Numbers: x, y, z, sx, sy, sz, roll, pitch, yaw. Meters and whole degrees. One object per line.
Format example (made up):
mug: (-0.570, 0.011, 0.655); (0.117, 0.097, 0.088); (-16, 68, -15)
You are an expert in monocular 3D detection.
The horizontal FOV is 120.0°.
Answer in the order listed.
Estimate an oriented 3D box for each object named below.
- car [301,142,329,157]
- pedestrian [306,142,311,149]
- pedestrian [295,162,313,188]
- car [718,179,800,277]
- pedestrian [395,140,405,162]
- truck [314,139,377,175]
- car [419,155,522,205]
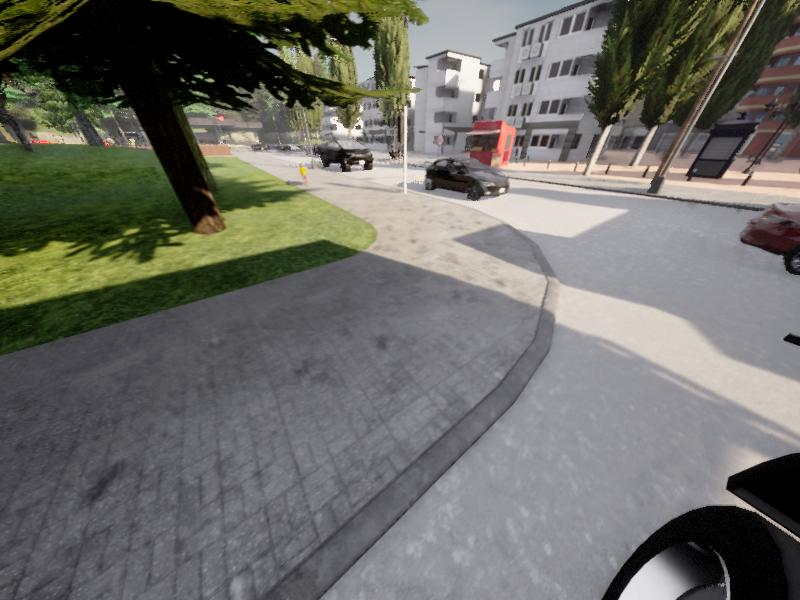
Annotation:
car: (-12.523, -22.026, 33.799); (1.930, 1.638, 5.238); (-23, 41, -28)
pedestrian: (-20.215, -34.043, 50.968); (0.751, 1.300, 0.751); (-18, 39, -23)
pedestrian: (-4.980, -6.507, 11.993); (0.500, 1.100, 0.500); (-21, 40, -27)
car: (9.203, -0.739, 3.618); (1.812, 1.442, 4.674); (-23, 41, -28)
pedestrian: (0.033, -15.567, 24.124); (0.751, 1.860, 0.751); (21, 40, 27)
truck: (-4.652, -12.002, 19.132); (2.390, 2.098, 6.274); (-23, 41, -28)
car: (2.955, -5.712, 10.693); (1.816, 1.474, 4.193); (-23, 41, -28)
